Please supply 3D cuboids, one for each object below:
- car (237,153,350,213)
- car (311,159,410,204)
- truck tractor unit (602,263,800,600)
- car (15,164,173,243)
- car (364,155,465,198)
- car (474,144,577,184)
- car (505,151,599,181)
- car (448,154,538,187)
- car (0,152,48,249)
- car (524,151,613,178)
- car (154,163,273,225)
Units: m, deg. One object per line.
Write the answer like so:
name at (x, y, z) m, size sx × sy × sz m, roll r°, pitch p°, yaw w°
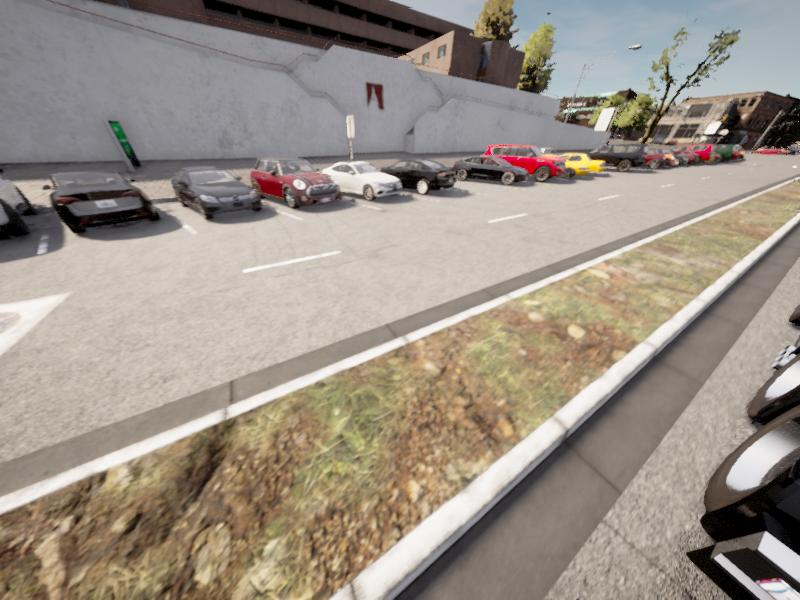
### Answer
car at (-4.616, -5.257, 9.997) m, size 4.553 × 1.767 × 2.185 m, roll 25°, pitch 41°, yaw 32°
car at (-1.993, -5.955, 11.309) m, size 4.674 × 1.452 × 2.002 m, roll 25°, pitch 41°, yaw 32°
truck tractor unit at (5.107, -0.302, 0.790) m, size 6.516 × 4.208 × 3.053 m, roll -18°, pitch 39°, yaw -24°
car at (-9.827, -3.442, 7.599) m, size 4.792 × 1.488 × 2.163 m, roll 25°, pitch 42°, yaw 32°
car at (0.613, -6.831, 12.513) m, size 5.008 × 1.535 × 2.097 m, roll 25°, pitch 42°, yaw 32°
car at (8.439, -9.583, 16.063) m, size 5.566 × 2.045 × 2.435 m, roll 25°, pitch 41°, yaw 32°
car at (11.160, -10.168, 17.349) m, size 5.366 × 1.575 × 1.946 m, roll 25°, pitch 41°, yaw 32°
car at (5.837, -8.502, 14.985) m, size 4.792 × 1.488 × 2.163 m, roll 25°, pitch 41°, yaw 32°
car at (-12.425, -2.839, 6.200) m, size 5.566 × 2.045 × 2.435 m, roll 25°, pitch 42°, yaw 32°
car at (13.471, -11.143, 18.779) m, size 5.366 × 1.575 × 1.946 m, roll 25°, pitch 42°, yaw 32°
car at (-7.193, -4.264, 8.840) m, size 4.674 × 1.452 × 2.002 m, roll 25°, pitch 41°, yaw 32°
